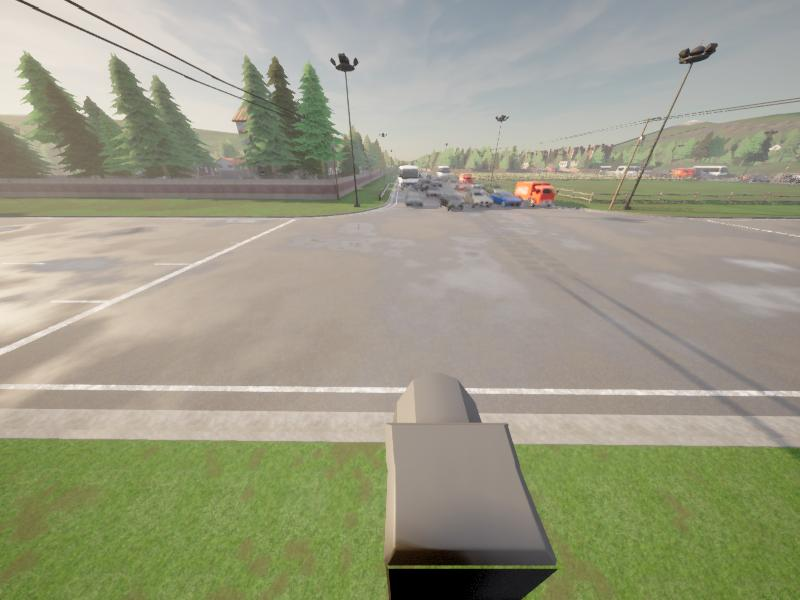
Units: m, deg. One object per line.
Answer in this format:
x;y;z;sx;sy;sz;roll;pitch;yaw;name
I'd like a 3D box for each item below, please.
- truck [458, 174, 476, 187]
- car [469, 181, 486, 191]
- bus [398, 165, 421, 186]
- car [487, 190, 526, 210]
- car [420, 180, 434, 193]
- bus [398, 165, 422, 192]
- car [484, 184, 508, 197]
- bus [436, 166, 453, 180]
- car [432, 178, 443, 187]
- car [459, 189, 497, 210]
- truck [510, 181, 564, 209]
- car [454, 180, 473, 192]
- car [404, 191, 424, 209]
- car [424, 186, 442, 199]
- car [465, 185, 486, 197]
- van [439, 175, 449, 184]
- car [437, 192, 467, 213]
15.395;-27.766;53.639;2.627;2.467;5.204;0;30;0;truck
15.355;-22.646;45.861;1.994;1.385;4.181;0;30;0;car
2.529;-31.917;59.040;3.944;4.253;10.273;6;30;12;bus
12.082;-11.658;26.660;1.882;1.535;5.008;-3;30;-4;car
4.798;-20.580;41.758;1.905;1.878;3.866;-1;30;-1;car
1.761;-24.867;46.809;3.944;4.253;10.273;-1;31;-1;bus
15.316;-17.694;37.127;2.007;1.525;4.514;0;30;0;car
15.654;-45.534;82.621;3.944;4.253;10.273;0;30;0;bus
8.600;-26.878;52.891;2.242;1.667;4.611;5;30;9;car
8.656;-11.493;26.291;2.152;1.651;5.027;-3;30;-4;car
15.593;-12.266;26.784;2.627;2.467;5.204;-2;30;-4;truck
11.846;-21.530;43.627;2.242;1.667;4.611;0;30;0;car
1.481;-11.617;26.683;1.812;1.442;4.674;-2;30;-3;car
4.824;-15.972;34.303;1.994;1.385;4.181;0;30;1;car
11.811;-17.145;36.225;1.970;1.475;3.806;0;30;0;car
11.940;-32.805;62.839;1.775;1.987;4.442;0;30;0;van
5.370;-10.427;24.517;1.789;1.549;3.705;-5;30;-8;car
